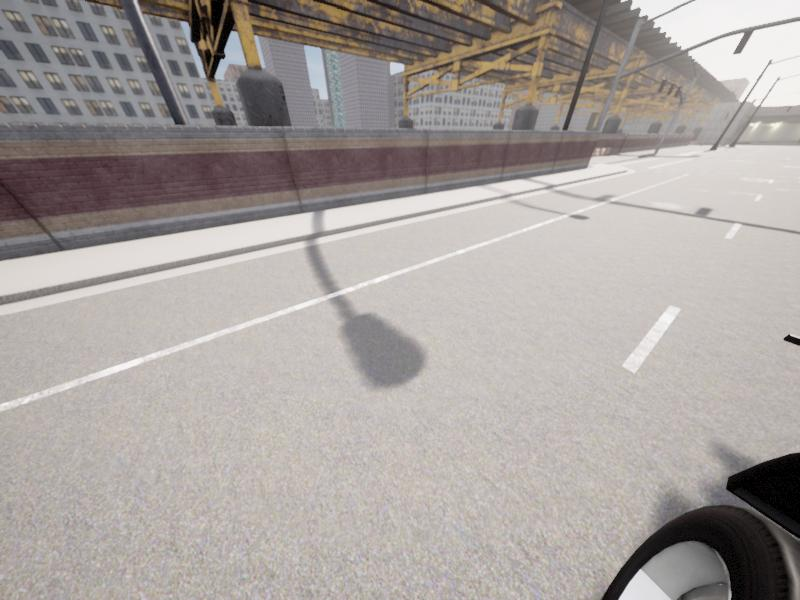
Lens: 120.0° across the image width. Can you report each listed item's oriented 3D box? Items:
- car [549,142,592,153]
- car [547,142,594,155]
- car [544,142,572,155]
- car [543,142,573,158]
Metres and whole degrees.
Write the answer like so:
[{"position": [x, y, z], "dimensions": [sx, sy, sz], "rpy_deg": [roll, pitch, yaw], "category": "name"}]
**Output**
[{"position": [24.131, -21.727, 32.798], "dimensions": [4.536, 1.218, 1.853], "rpy_deg": [-4, 35, -5], "category": "car"}, {"position": [24.183, -21.602, 32.894], "dimensions": [4.974, 1.542, 2.038], "rpy_deg": [-4, 35, -5], "category": "car"}, {"position": [20.252, -19.593, 29.816], "dimensions": [1.853, 1.218, 4.536], "rpy_deg": [11, 37, 15], "category": "car"}, {"position": [20.237, -19.436, 29.866], "dimensions": [2.038, 1.542, 4.974], "rpy_deg": [11, 37, 15], "category": "car"}]
